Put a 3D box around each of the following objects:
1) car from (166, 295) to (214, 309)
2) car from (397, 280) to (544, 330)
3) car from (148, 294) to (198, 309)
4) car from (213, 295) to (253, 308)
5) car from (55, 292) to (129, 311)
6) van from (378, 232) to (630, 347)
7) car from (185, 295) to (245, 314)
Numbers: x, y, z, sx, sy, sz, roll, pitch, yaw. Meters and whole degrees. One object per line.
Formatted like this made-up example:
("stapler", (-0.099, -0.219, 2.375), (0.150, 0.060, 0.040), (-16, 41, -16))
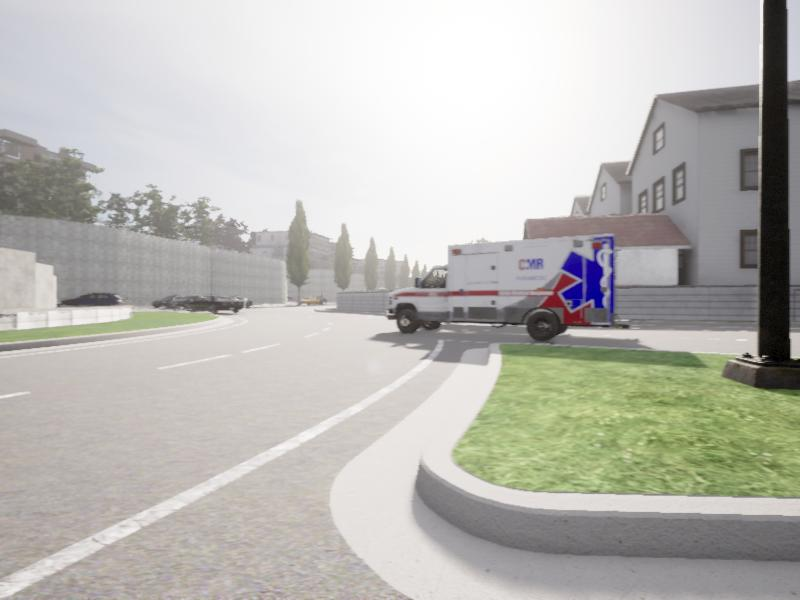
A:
("car", (-22.310, 0.222, 42.781), (1.812, 1.442, 4.674), (0, 0, 16))
("car", (2.577, 0.156, 15.350), (5.238, 1.638, 1.930), (0, 0, 35))
("car", (-25.330, 0.176, 44.840), (2.038, 1.542, 4.974), (0, 0, 15))
("car", (-20.501, 0.173, 49.404), (2.038, 1.542, 4.974), (0, 0, 14))
("car", (-26.938, 0.136, 35.169), (4.856, 1.649, 2.033), (0, 0, -4))
("van", (2.710, -0.233, 11.096), (6.366, 2.431, 2.351), (0, 0, 30))
("car", (-13.456, 0.312, 29.017), (4.718, 1.301, 1.895), (0, 0, 36))
